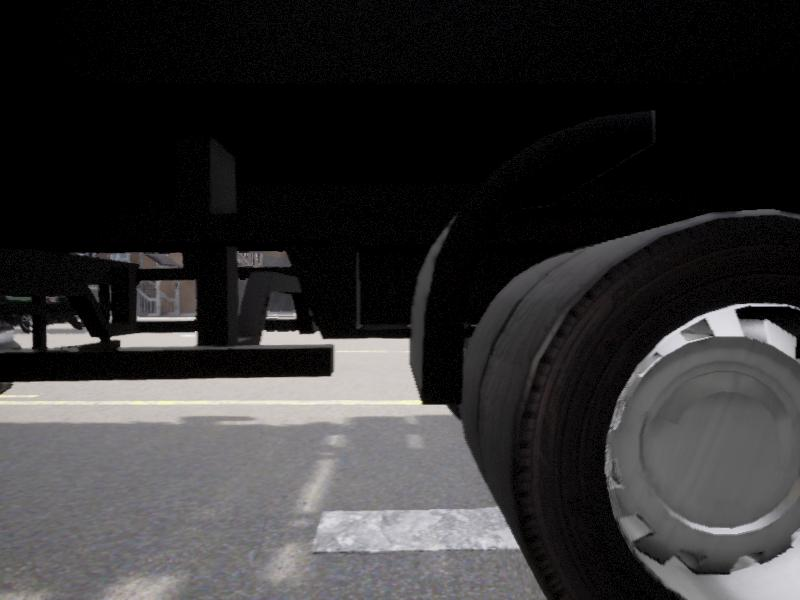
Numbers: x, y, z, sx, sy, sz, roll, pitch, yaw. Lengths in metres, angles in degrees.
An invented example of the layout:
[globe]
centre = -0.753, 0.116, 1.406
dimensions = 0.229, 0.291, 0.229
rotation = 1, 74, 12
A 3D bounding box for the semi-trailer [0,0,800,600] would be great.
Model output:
[semi-trailer]
centre = 4.627, -1.229, 2.279
dimensions = 14.254, 4.402, 2.717
rotation = 0, 0, -1

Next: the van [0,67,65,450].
[van]
centre = -5.625, -0.278, 2.184
dimensions = 5.915, 2.561, 1.988
rotation = 0, 0, 0
